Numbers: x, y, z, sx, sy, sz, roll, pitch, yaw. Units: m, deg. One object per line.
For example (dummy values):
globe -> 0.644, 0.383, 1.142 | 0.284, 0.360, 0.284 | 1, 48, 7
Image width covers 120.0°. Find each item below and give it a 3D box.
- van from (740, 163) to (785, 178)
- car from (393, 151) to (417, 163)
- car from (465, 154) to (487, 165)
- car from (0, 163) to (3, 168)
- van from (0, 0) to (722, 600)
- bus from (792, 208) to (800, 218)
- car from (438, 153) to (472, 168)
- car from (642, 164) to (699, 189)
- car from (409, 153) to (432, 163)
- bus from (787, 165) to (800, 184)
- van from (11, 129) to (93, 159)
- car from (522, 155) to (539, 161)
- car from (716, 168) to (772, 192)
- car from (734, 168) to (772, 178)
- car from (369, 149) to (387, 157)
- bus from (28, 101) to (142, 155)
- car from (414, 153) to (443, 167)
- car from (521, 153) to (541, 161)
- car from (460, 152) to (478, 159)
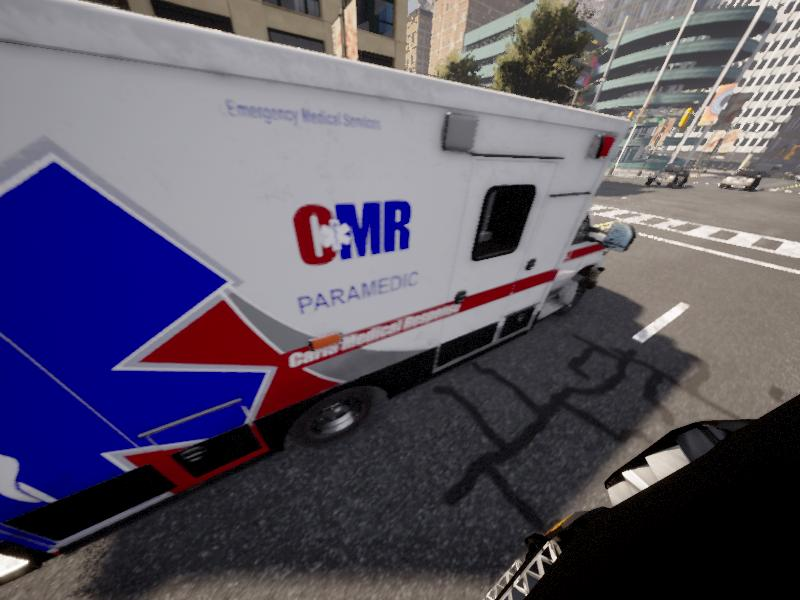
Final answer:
van -> 87.239, -31.394, 55.818 | 1.988, 2.561, 5.915 | 10, 34, 10
car -> 0.822, -24.281, 39.228 | 2.007, 1.525, 4.514 | -16, 38, -26
car -> 14.633, -27.132, 44.613 | 1.845, 1.501, 3.633 | -16, 38, -26
car -> -24.491, -7.511, 11.858 | 1.930, 1.638, 5.238 | -16, 38, -27
van -> 0.218, -0.631, 2.733 | 6.366, 2.431, 2.351 | -15, 38, -26
bus -> 27.071, -6.648, 12.283 | 10.273, 4.253, 3.944 | -16, 38, -25
car -> 8.084, -20.943, 34.643 | 2.242, 1.667, 4.611 | -15, 38, -25
car -> 26.334, -12.069, 22.525 | 4.605, 1.855, 1.932 | -16, 38, -25
car -> 3.536, -25.378, 41.236 | 1.994, 1.385, 4.181 | -16, 38, -26
bus -> 71.473, -21.996, 38.915 | 10.273, 4.253, 3.944 | -25, 43, -34
van -> -30.817, -13.997, 20.766 | 2.069, 2.038, 4.480 | -16, 38, -26
car -> 46.322, -50.426, 82.099 | 2.007, 1.523, 4.514 | -16, 38, -26
car -> 34.699, -12.155, 23.323 | 4.605, 1.855, 1.932 | -15, 37, -26
car -> 82.971, -29.904, 54.361 | 2.152, 1.651, 5.027 | 12, 35, 13
car -> -5.135, -34.177, 53.682 | 2.128, 1.511, 4.902 | -16, 38, -26
bus -> -35.978, -20.004, 27.411 | 3.944, 4.253, 10.273 | -16, 38, -26
car -> 4.151, -20.944, 34.538 | 1.812, 1.442, 4.674 | -16, 38, -26
car -> 46.368, -50.724, 81.841 | 2.435, 2.045, 5.566 | -16, 38, -26
car -> 20.454, -42.883, 68.676 | 2.161, 1.482, 4.786 | -16, 38, -26
